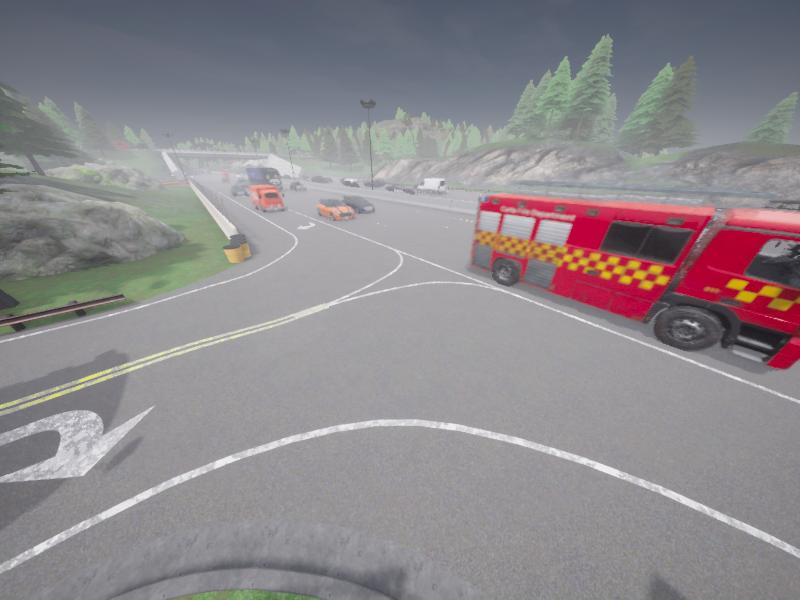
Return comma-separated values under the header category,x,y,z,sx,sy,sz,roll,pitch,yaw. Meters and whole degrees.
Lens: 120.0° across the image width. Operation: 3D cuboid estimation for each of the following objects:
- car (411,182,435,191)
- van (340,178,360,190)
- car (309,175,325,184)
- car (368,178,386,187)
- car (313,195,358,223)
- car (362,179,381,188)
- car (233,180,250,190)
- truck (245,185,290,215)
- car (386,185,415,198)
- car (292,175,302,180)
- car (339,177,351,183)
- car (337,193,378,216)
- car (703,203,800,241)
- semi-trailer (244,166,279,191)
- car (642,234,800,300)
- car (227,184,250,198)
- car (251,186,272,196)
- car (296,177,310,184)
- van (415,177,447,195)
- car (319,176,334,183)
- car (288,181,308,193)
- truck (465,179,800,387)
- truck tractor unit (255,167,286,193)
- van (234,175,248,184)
category,x,y,z,sx,sy,sz,roll,pitch,yaw
car,4.709,-23.730,48.199,2.128,1.511,4.902,-23,37,-34
van,-10.723,-24.955,49.788,2.069,2.038,4.480,-23,37,-34
car,-24.600,-35.870,68.687,2.150,2.045,5.566,-23,37,-34
car,-5.772,-29.995,58.888,2.242,1.667,4.611,-23,37,-34
car,-6.186,-8.692,21.868,2.097,1.767,4.553,-22,37,-33
car,-6.913,-27.963,55.368,2.242,1.667,4.611,-23,37,-34
car,-35.773,-26.033,52.074,2.152,1.651,5.027,-23,37,-34
truck,-14.685,-11.228,25.583,2.627,2.467,5.204,-23,37,-34
car,0.049,-18.370,38.885,2.038,1.542,4.974,-23,37,-34
car,-39.901,-47.365,89.200,1.812,1.442,4.674,-23,37,-34
car,-16.574,-36.324,69.989,1.845,1.501,3.633,-23,37,-34
car,-4.682,-10.401,24.993,2.033,1.649,4.856,-23,37,-34
car,26.131,-5.772,16.808,2.097,1.767,4.553,-23,37,-34
semi-trailer,-30.994,-27.218,51.327,2.717,4.402,14.254,-22,37,-33
car,14.355,-1.677,10.215,1.895,1.301,4.718,-23,37,-34
car,-26.833,-18.042,38.228,2.033,1.649,4.856,-23,37,-34
car,-24.370,-19.150,40.479,1.895,1.301,4.718,-23,37,-34
car,-28.559,-35.299,68.165,1.801,1.575,5.366,-23,37,-34
van,5.610,-20.938,42.331,1.988,2.561,5.915,-23,37,-34
car,-22.916,-37.400,71.763,2.152,1.651,5.027,-23,37,-34
car,-20.058,-22.271,45.302,1.932,1.855,4.605,-23,37,-34
truck,6.867,-1.775,7.855,2.891,3.827,8.468,-23,37,-34
truck tractor unit,-25.949,-24.082,46.093,3.053,4.208,6.516,-23,37,-34
van,-46.600,-35.325,67.747,2.069,2.038,4.480,-23,37,-34
